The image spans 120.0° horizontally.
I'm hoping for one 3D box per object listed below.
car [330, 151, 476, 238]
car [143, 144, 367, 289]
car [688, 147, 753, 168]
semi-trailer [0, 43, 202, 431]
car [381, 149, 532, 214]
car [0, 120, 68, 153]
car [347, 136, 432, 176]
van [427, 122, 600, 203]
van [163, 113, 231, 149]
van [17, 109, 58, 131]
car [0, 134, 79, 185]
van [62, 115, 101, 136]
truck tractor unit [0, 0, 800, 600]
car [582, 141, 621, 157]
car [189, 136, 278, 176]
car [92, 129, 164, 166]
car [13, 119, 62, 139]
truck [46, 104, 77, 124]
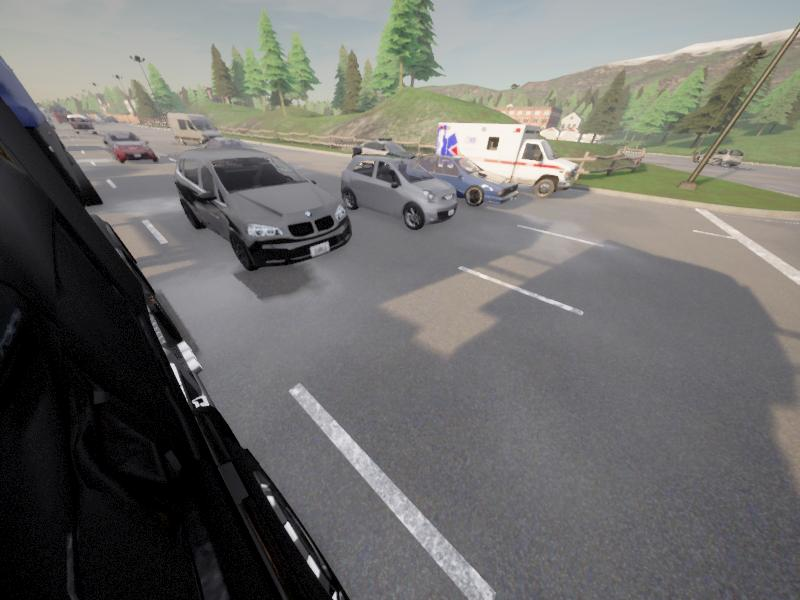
[{"bbox_3d":[-0.044,-3.283,6.751,3.633,1.501,1.845,28,44,30],"label":"car"},{"bbox_3d":[-3.186,-2.280,5.102,4.611,1.667,2.242,28,44,30],"label":"car"},{"bbox_3d":[35.699,-16.072,25.947,1.851,1.617,3.988,6,37,5],"label":"car"},{"bbox_3d":[-8.705,-3.590,4.236,14.254,4.402,2.717,28,44,30],"label":"semi-trailer"},{"bbox_3d":[1.881,-4.936,9.197,5.357,1.411,2.033,28,44,30],"label":"car"},{"bbox_3d":[-26.026,-11.665,16.414,5.027,1.651,2.152,28,44,30],"label":"car"},{"bbox_3d":[-0.794,-9.195,14.553,5.238,1.638,1.930,28,44,30],"label":"car"},{"bbox_3d":[4.690,-6.602,10.732,6.366,2.431,2.351,28,44,30],"label":"van"},{"bbox_3d":[-19.546,-16.314,22.268,5.915,2.561,1.988,20,39,23],"label":"van"},{"bbox_3d":[-54.855,-27.315,35.074,6.366,2.431,2.351,28,44,30],"label":"van"},{"bbox_3d":[-15.649,-6.032,9.703,4.181,1.385,1.994,28,43,31],"label":"car"},{"bbox_3d":[-41.179,-22.610,29.880,4.480,2.038,2.069,28,43,30],"label":"van"},{"bbox_3d":[-2.645,-0.295,0.351,6.516,4.208,3.053,28,44,30],"label":"truck tractor unit"},{"bbox_3d":[29.095,-22.025,33.556,1.851,1.617,3.988,-2,37,-6],"label":"car"},{"bbox_3d":[-9.347,-8.169,12.883,5.357,1.411,2.033,28,43,30],"label":"car"},{"bbox_3d":[-15.731,-8.887,13.361,3.633,1.501,1.845,28,44,30],"label":"car"},{"bbox_3d":[-37.807,-17.867,24.173,4.792,1.488,2.163,28,44,30],"label":"car"},{"bbox_3d":[-88.314,-48.404,60.266,8.468,3.827,2.891,28,44,30],"label":"truck"}]
